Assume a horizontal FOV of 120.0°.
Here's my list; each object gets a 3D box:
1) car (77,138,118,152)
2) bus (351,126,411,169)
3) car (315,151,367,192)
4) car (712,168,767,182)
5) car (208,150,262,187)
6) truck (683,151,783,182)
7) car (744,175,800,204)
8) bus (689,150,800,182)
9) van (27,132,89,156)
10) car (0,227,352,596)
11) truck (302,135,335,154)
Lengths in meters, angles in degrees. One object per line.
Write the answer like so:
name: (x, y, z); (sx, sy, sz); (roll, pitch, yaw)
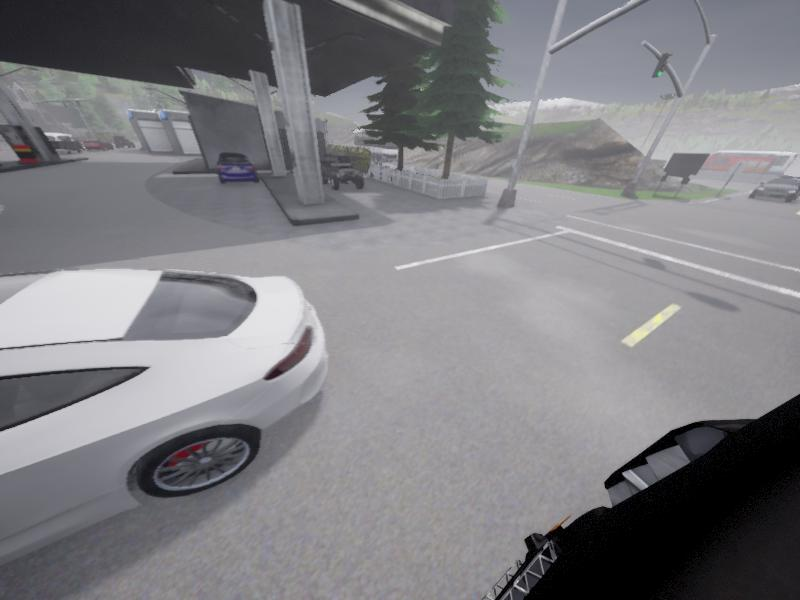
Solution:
car: (-43.809, -22.596, 33.605); (2.007, 1.525, 4.514); (-16, 38, -26)
bus: (-2.980, -20.951, 31.736); (3.944, 4.253, 10.273); (-16, 38, -26)
car: (-3.829, -8.281, 14.770); (1.905, 1.878, 3.866); (-16, 38, -26)
car: (59.188, -21.874, 40.447); (2.152, 1.651, 5.027); (-16, 38, -26)
car: (-10.905, -8.883, 15.446); (2.242, 1.667, 4.611); (-16, 38, -26)
truck: (55.620, -22.648, 39.089); (2.891, 3.827, 8.468); (-16, 38, -26)
car: (28.746, -8.444, 17.427); (4.974, 1.542, 2.038); (-16, 38, -26)
bus: (61.683, -24.416, 41.817); (3.944, 4.253, 10.273); (-16, 38, -26)
van: (-38.958, -17.976, 26.559); (2.069, 2.038, 4.480); (-16, 38, -26)
car: (-2.916, 0.719, 1.511); (4.674, 1.442, 1.812); (-15, 37, -26)
truck: (-20.858, -40.007, 59.436); (8.468, 3.827, 2.891); (23, 39, 27)
